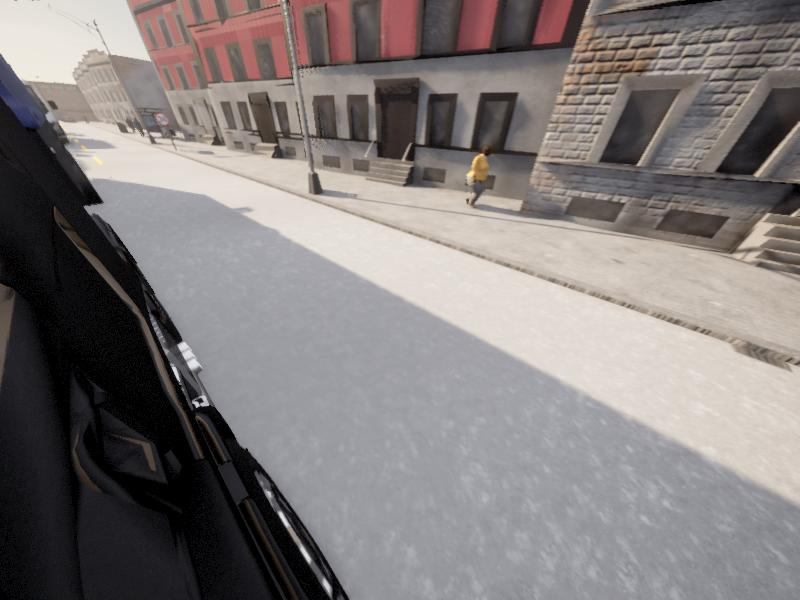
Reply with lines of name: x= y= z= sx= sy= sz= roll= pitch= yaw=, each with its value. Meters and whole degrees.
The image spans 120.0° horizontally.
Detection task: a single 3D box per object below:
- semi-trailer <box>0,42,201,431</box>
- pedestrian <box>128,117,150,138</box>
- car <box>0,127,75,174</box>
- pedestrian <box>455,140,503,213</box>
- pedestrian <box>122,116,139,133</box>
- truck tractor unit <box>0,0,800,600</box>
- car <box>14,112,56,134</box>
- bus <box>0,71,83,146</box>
semi-trailer: x=-8.694 y=-3.607 z=4.233 sx=14.254 sy=4.402 sz=2.717 roll=28 pitch=44 yaw=30
pedestrian: x=-28.972 y=-19.145 z=25.653 sx=0.751 sy=1.860 sz=0.751 roll=22 pitch=41 yaw=24
car: x=-17.985 y=-7.332 z=11.144 sx=5.357 sy=1.411 sz=2.033 roll=28 pitch=44 yaw=30
pedestrian: x=2.426 y=-3.844 z=7.215 sx=0.751 sy=1.860 sz=0.751 roll=30 pitch=45 yaw=32
pedestrian: x=-37.928 y=-24.683 z=32.485 sx=0.751 sy=1.860 sz=0.751 roll=31 pitch=45 yaw=32
truck tractor unit: x=-2.645 y=-0.295 z=0.351 sx=6.516 sy=4.208 sz=3.053 roll=28 pitch=44 yaw=30
car: x=-42.907 y=-20.867 z=27.220 sx=3.866 sy=1.878 sz=1.905 roll=29 pitch=44 yaw=29
bus: x=-31.702 y=-15.941 z=19.380 sx=10.273 sy=4.253 sz=3.944 roll=29 pitch=44 yaw=29
